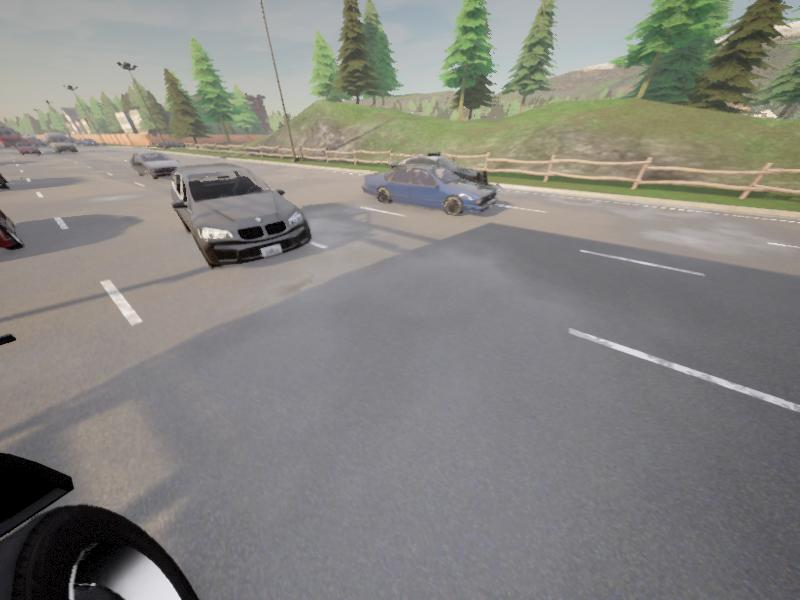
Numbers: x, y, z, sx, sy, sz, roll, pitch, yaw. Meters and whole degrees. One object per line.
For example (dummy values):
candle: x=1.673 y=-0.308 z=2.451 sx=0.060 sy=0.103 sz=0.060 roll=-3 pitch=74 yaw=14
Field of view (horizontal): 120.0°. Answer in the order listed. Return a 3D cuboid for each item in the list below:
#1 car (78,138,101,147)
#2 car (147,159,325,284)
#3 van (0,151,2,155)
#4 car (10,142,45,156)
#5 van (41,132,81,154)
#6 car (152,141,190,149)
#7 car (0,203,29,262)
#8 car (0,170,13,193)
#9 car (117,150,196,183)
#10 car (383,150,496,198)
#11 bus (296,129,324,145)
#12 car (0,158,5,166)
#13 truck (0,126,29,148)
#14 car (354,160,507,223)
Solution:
car: x=-74.119 y=-37.621 z=55.124 sx=4.553 sy=1.767 sz=2.097 roll=20 pitch=40 yaw=26
car: x=-4.214 y=-2.380 z=5.803 sx=2.242 sy=1.667 sz=4.611 roll=-29 pitch=44 yaw=-35
van: x=-58.075 y=-21.482 z=31.805 sx=6.366 sy=2.431 sz=2.351 roll=22 pitch=41 yaw=28
car: x=-49.555 y=-20.109 z=30.707 sx=3.633 sy=1.501 sz=1.845 roll=22 pitch=41 yaw=28
van: x=-51.232 y=-23.663 z=34.859 sx=5.915 sy=2.561 sz=1.988 roll=22 pitch=41 yaw=28
car: x=-48.904 y=-33.264 z=49.489 sx=5.357 sy=1.411 sz=2.033 roll=-4 pitch=35 yaw=-5
car: x=-10.801 y=-1.810 z=5.199 sx=4.181 sy=1.385 sz=1.994 roll=22 pitch=41 yaw=28
car: x=-21.632 y=-6.324 z=11.296 sx=5.027 sy=1.651 sz=2.152 roll=22 pitch=41 yaw=28
car: x=-15.992 y=-8.856 z=15.132 sx=5.357 sy=1.411 sz=2.033 roll=22 pitch=41 yaw=28
car: x=1.832 y=-6.628 z=11.900 sx=5.238 sy=1.638 sz=1.930 roll=22 pitch=41 yaw=28
bus: x=-31.975 y=-57.710 z=81.814 sx=10.273 sy=4.253 sz=3.944 roll=29 pitch=44 yaw=34
car: x=-38.004 y=-12.927 z=20.654 sx=4.792 sy=1.488 sz=2.163 roll=22 pitch=41 yaw=28
truck: x=-86.492 y=-36.081 z=51.065 sx=8.468 sy=3.827 sz=2.891 roll=22 pitch=41 yaw=28
car: x=0.935 y=-4.428 z=8.987 sx=5.357 sy=1.411 sz=2.033 roll=22 pitch=41 yaw=28
